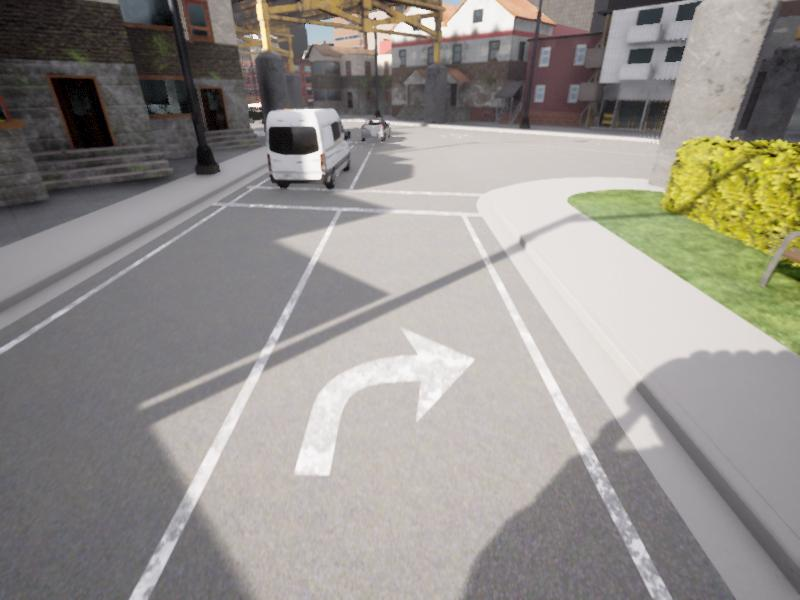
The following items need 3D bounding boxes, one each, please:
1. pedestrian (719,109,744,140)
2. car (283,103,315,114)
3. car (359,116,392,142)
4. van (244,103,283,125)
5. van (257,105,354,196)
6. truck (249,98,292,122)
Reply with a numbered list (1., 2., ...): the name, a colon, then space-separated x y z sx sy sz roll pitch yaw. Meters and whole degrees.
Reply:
1. pedestrian: 22.377 -11.837 27.022 0.751 1.860 0.751 19 33 33
2. car: -16.775 -31.697 66.279 4.974 1.542 2.038 -7 28 -13
3. car: -1.720 -12.468 29.054 1.845 1.501 3.633 2 27 5
4. van: -15.413 -20.991 45.049 2.069 2.038 4.480 -24 36 -39
5. van: -3.245 -5.952 15.342 1.988 2.561 5.915 1 27 2
6. truck: -16.207 -23.834 50.091 2.627 2.467 5.204 -24 36 -39
